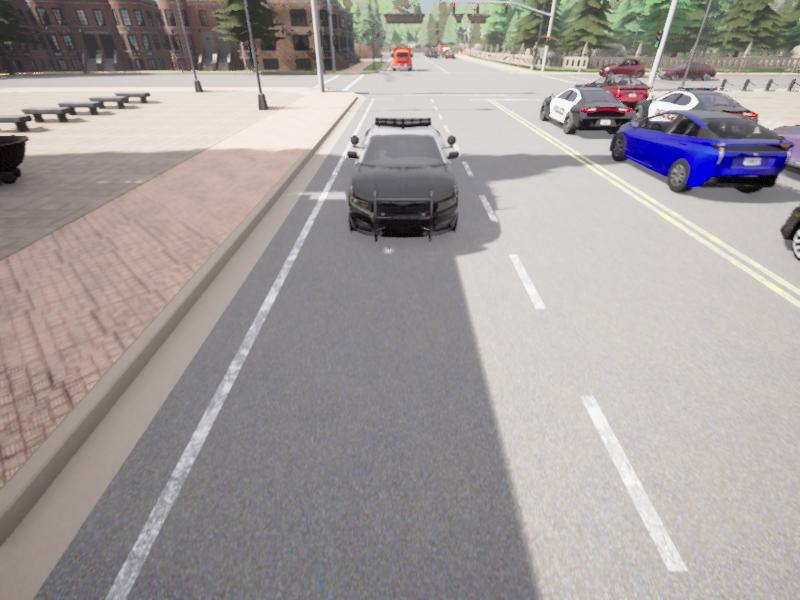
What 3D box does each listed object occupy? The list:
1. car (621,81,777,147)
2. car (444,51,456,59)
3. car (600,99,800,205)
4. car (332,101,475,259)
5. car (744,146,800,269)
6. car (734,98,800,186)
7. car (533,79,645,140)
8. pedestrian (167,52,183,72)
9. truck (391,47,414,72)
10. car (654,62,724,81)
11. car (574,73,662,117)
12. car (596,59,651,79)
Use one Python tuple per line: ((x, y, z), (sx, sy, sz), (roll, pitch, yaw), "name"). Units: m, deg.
((10.594, -7.030, 14.826), (2.038, 1.542, 4.974), (0, 33, 0), "car")
((10.968, -53.788, 87.866), (1.970, 1.475, 3.806), (0, 33, 0), "car")
((7.068, -3.846, 9.855), (2.007, 1.525, 4.514), (0, 33, 0), "car")
((0.059, -2.749, 8.024), (1.930, 1.638, 5.238), (0, 33, 0), "car")
((7.041, -0.402, 4.495), (2.128, 1.511, 4.902), (0, 33, 0), "car")
((10.563, -3.317, 8.943), (2.033, 1.649, 4.856), (0, 33, 0), "car")
((7.099, -7.615, 15.733), (2.038, 1.542, 4.974), (0, 33, 0), "car")
((-24.452, -25.836, 43.482), (0.751, 1.860, 0.751), (0, 33, 0), "pedestrian")
((0.272, -29.572, 49.104), (2.627, 2.467, 5.204), (0, 33, 0), "truck")
((26.203, -20.780, 36.391), (4.674, 1.442, 1.812), (0, 33, 0), "car")
((10.684, -10.392, 20.077), (2.007, 1.525, 4.514), (1, 33, 2), "car")
((21.894, -22.785, 39.361), (3.988, 1.617, 1.851), (1, 33, 2), "car")
